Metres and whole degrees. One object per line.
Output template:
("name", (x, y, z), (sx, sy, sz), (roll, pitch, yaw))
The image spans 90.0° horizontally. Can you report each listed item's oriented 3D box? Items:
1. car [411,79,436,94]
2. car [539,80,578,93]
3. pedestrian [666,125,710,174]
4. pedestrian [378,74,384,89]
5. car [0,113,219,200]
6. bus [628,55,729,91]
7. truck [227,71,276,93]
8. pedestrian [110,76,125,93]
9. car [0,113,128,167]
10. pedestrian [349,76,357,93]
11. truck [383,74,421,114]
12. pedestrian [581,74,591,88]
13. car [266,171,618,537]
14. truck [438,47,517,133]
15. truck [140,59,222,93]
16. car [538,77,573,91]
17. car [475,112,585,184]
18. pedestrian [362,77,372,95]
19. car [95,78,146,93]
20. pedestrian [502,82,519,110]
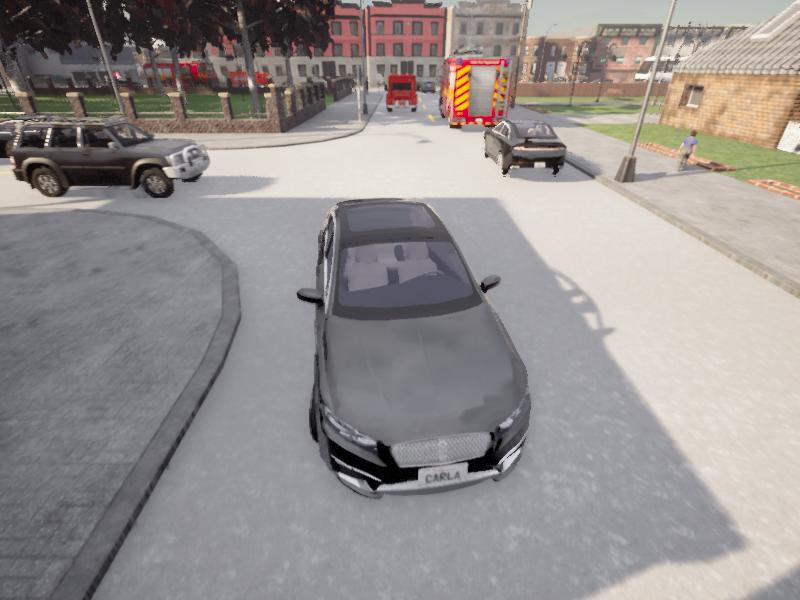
("car", (3.042, -27.752, 51.978), (1.970, 1.475, 3.806), (-10, 32, -16))
("car", (21.177, -28.601, 53.543), (4.181, 1.385, 1.994), (0, 30, 0))
("pedestrian", (9.023, -4.740, 12.564), (0.751, 1.300, 0.751), (18, 35, 27))
("pedestrian", (-2.853, -32.347, 59.196), (0.751, 1.860, 0.751), (-6, 31, -11))
("car", (-7.801, -3.935, 10.858), (4.605, 1.855, 1.932), (1, 30, 1))
("bus", (38.704, -31.750, 56.082), (10.273, 4.253, 3.944), (0, 30, 0))
("truck", (-19.664, -29.114, 53.311), (5.204, 2.467, 2.627), (0, 30, 0))
("pedestrian", (-34.822, -26.564, 49.294), (0.751, 1.860, 0.751), (0, 30, 0))
("car", (-13.149, -5.804, 14.417), (4.902, 1.511, 2.128), (0, 30, 0))
("pedestrian", (-5.756, -26.467, 49.144), (0.751, 1.860, 0.751), (6, 31, 10))
("truck", (0.136, -16.073, 31.029), (2.627, 2.467, 5.204), (0, 30, 0))
("pedestrian", (28.582, -33.598, 61.348), (0.751, 1.860, 0.751), (-4, 31, -7))
("car", (-0.074, -0.191, 4.828), (2.128, 1.511, 4.902), (-5, 31, -8))
("truck", (4.120, -12.494, 23.570), (2.891, 3.827, 8.468), (0, 30, 0))
("truck", (-28.825, -29.715, 52.993), (8.468, 3.827, 2.891), (0, 30, 0))
("car", (22.104, -30.715, 56.922), (3.988, 1.617, 1.851), (0, 30, 0))
("car", (4.076, -5.338, 13.628), (2.128, 1.511, 4.902), (0, 30, 0))
("pedestrian", (-3.766, -24.421, 45.649), (0.751, 1.860, 0.751), (25, 38, 35))
("car", (-37.353, -28.782, 53.577), (5.027, 1.651, 2.152), (0, 30, 0))
("pedestrian", (8.352, -15.430, 30.282), (0.751, 1.860, 0.751), (-10, 32, -17))
